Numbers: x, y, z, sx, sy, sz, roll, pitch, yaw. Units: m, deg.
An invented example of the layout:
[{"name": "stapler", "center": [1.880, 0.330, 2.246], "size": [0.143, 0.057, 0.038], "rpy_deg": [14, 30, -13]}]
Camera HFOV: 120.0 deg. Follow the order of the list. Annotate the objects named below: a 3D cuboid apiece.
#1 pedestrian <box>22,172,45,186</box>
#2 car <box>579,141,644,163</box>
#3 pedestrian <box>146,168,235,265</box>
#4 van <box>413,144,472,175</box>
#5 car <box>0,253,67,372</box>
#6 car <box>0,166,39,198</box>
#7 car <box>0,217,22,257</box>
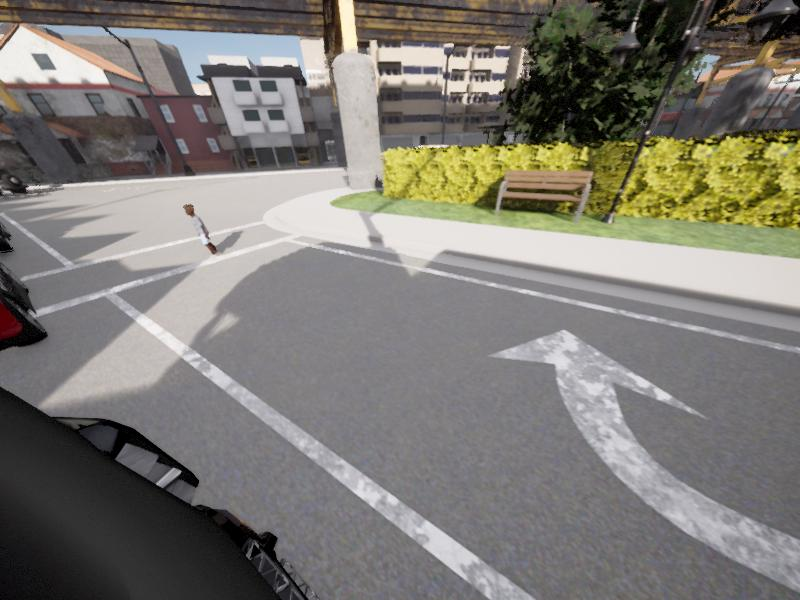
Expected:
[{"name": "pedestrian", "center": [-34.551, -11.402, 21.769], "size": [0.500, 1.100, 0.500], "rpy_deg": [-4, 34, -2]}, {"name": "car", "center": [21.872, -15.383, 23.986], "size": [5.366, 1.575, 1.801], "rpy_deg": [-10, 35, -11]}, {"name": "pedestrian", "center": [-4.638, -1.872, 5.227], "size": [0.751, 1.860, 0.751], "rpy_deg": [-28, 41, -33]}, {"name": "van", "center": [3.592, -12.370, 20.246], "size": [4.480, 2.038, 2.069], "rpy_deg": [-10, 35, -11]}, {"name": "car", "center": [-6.818, -0.014, 2.983], "size": [3.806, 1.475, 1.970], "rpy_deg": [17, 39, 27]}, {"name": "car", "center": [-30.196, -8.399, 16.615], "size": [3.866, 1.878, 1.905], "rpy_deg": [-10, 35, -11]}, {"name": "car", "center": [-12.865, -2.015, 6.355], "size": [3.806, 1.475, 1.970], "rpy_deg": [19, 39, 28]}]
